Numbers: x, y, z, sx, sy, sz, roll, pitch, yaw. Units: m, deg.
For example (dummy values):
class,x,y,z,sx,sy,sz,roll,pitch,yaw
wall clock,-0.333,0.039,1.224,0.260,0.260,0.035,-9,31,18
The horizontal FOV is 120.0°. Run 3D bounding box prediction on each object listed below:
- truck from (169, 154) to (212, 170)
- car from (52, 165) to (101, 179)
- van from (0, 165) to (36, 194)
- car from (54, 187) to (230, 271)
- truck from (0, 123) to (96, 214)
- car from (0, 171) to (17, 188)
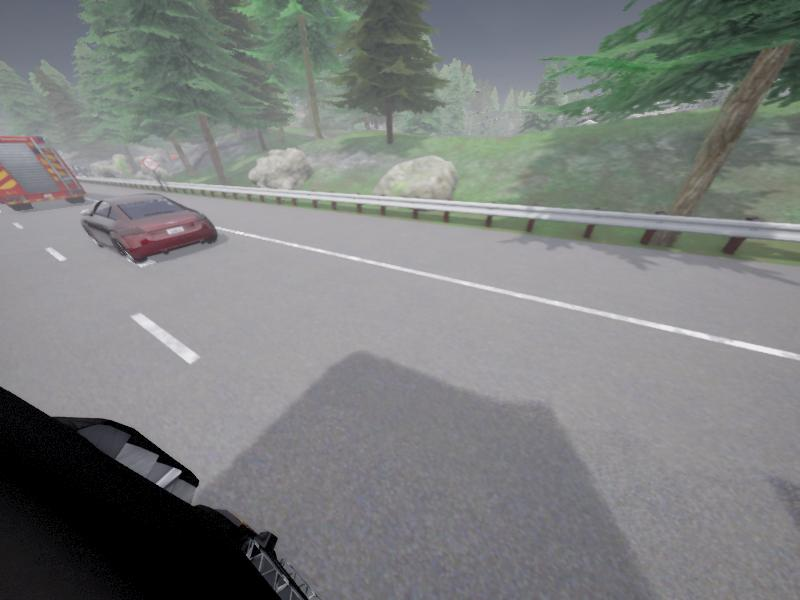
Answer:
class,x,y,z,sx,sy,sz,roll,pitch,yaw
truck,-41.387,-27.373,45.847,2.627,2.467,5.204,15,37,25
car,-48.645,-19.286,34.829,1.789,1.549,3.705,13,36,22
van,-34.984,-10.597,20.345,4.480,2.038,2.069,15,37,27
car,-7.363,-2.275,6.647,4.181,1.385,1.994,16,38,26
truck,-22.961,-7.832,13.801,8.468,3.827,2.891,16,37,26
car,-45.385,-13.432,25.768,4.974,1.542,2.038,18,38,27
